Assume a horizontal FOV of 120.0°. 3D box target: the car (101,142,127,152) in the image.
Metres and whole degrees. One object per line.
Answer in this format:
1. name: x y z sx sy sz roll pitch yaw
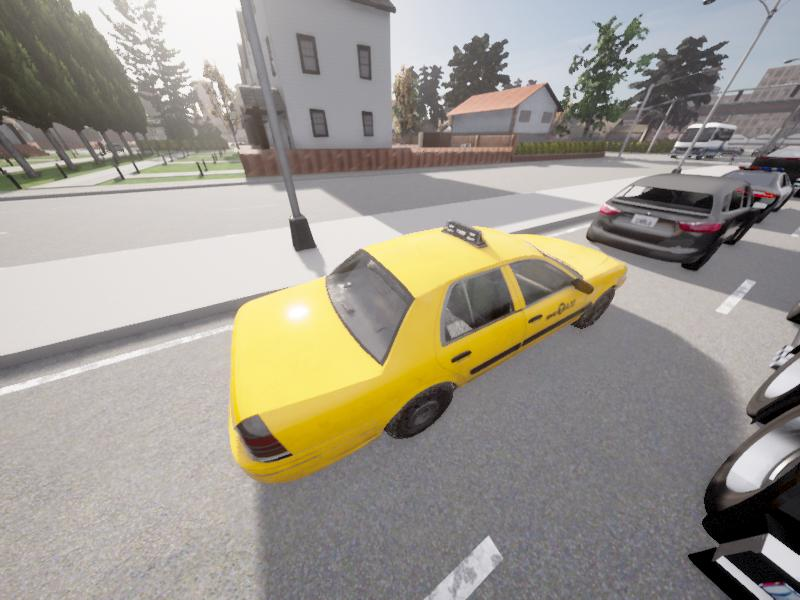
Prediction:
1. car: -58.767 -31.472 47.449 4.856 1.649 2.033 20 40 26

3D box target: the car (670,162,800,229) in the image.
1. car: 12.934 -4.104 8.641 4.974 1.542 2.038 -18 39 -24

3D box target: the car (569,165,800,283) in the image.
1. car: 7.039 -2.236 5.796 4.611 1.667 2.242 -18 39 -24

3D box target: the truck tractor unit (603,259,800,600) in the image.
1. truck tractor unit: 5.106 -0.304 0.803 6.516 4.208 3.053 -18 39 -25

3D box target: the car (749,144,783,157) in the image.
1. car: 64.123 -26.200 40.498 4.553 1.767 2.097 -18 39 -24

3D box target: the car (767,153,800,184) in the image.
1. car: 28.130 -9.067 15.867 4.974 1.542 2.038 -18 39 -24

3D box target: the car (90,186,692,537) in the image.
1. car: 0.908 -0.195 2.908 5.366 1.575 1.801 -18 39 -24

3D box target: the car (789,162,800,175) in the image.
1. car: 35.026 -11.222 19.216 4.718 1.301 1.895 -18 39 -24

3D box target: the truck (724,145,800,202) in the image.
1. truck: 20.514 -6.812 12.084 6.274 2.098 2.390 -18 39 -24

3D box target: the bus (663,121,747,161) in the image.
1. bus: 44.179 -22.921 33.512 10.273 4.253 3.944 -18 39 -25
